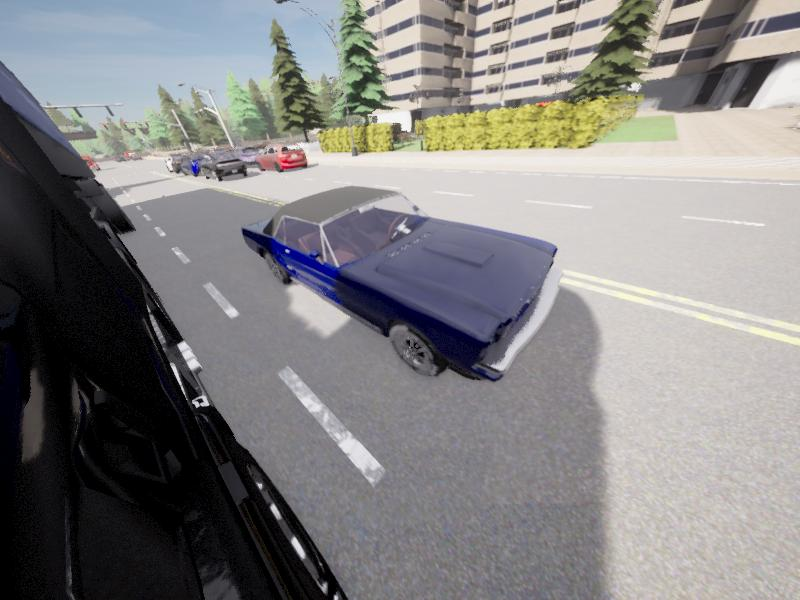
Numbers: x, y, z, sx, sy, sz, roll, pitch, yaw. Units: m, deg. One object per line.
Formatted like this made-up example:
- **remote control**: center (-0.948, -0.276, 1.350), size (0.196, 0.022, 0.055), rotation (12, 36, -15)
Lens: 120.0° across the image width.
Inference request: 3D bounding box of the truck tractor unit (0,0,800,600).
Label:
- **truck tractor unit**: center (-2.645, -0.295, 0.351), size (6.516, 4.208, 3.053), rotation (28, 43, 30)

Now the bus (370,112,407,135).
- **bus**: center (-2.881, -49.442, 64.696), size (3.944, 4.253, 10.273), rotation (25, 48, 34)

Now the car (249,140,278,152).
- **car**: center (-28.195, -31.969, 47.984), size (1.812, 1.442, 4.674), rotation (25, 47, 34)

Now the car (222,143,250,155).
- **car**: center (-33.712, -31.094, 47.528), size (1.851, 1.617, 3.988), rotation (27, 48, 36)

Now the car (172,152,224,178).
- **car**: center (-17.087, -11.429, 19.492), size (4.514, 1.525, 2.007), rotation (25, 47, 34)

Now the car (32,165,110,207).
- **car**: center (-20.077, -7.192, 14.316), size (5.238, 1.638, 1.930), rotation (25, 47, 34)

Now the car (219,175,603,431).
- **car**: center (-0.464, -0.766, 3.315), size (4.718, 1.301, 1.895), rotation (25, 47, 34)

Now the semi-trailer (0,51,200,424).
- **semi-trailer**: center (-8.769, -3.039, 4.781), size (14.254, 4.402, 2.717), rotation (23, 46, 36)

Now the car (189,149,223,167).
- **car**: center (-23.834, -17.459, 28.354), size (4.514, 1.525, 2.007), rotation (27, 48, 36)

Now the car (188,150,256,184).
- **car**: center (-12.320, -9.205, 15.897), size (4.902, 1.511, 2.128), rotation (25, 47, 34)

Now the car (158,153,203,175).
- **car**: center (-22.309, -13.864, 23.436), size (4.974, 1.542, 2.038), rotation (25, 47, 34)

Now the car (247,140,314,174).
- **car**: center (-8.752, -10.440, 16.847), size (4.611, 1.667, 2.242), rotation (25, 47, 34)

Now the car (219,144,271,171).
- **car**: center (-14.013, -12.872, 20.833), size (4.856, 1.649, 2.033), rotation (25, 47, 34)

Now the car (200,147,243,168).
- **car**: center (-19.212, -15.257, 24.794), size (4.974, 1.542, 2.038), rotation (25, 47, 34)

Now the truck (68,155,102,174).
- **truck**: center (-56.809, -24.610, 41.784), size (5.204, 2.467, 2.627), rotation (25, 47, 34)
